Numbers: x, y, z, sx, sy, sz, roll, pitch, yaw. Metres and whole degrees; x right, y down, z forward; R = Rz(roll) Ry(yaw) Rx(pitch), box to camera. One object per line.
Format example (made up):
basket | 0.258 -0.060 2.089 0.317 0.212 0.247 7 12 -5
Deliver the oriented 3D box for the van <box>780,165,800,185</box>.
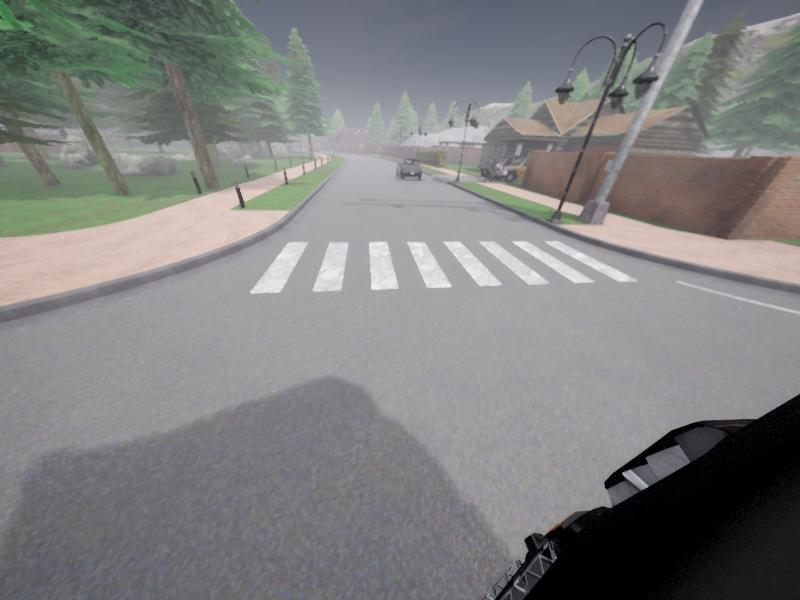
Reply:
van | 59.683 -17.110 32.162 2.351 2.431 6.366 -2 34 -7

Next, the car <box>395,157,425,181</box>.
car | 0.717 -11.179 19.586 1.845 1.501 3.633 -2 34 -8

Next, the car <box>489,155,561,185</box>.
car | 10.218 -10.796 19.141 4.605 1.855 1.932 -2 34 -8

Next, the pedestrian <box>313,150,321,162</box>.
pedestrian | -10.763 -18.621 29.920 0.751 1.300 0.751 -2 34 -7

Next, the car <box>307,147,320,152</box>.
car | -27.686 -48.229 73.912 1.895 1.301 4.718 -23 41 -34

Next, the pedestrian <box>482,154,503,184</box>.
pedestrian | 6.898 -9.822 17.369 0.751 1.860 0.751 -12 36 -22

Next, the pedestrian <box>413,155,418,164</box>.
pedestrian | 2.441 -22.028 36.251 0.500 1.100 0.500 -7 35 -14

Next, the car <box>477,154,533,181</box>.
car | 9.494 -12.161 21.162 3.866 1.878 1.905 -2 34 -8
